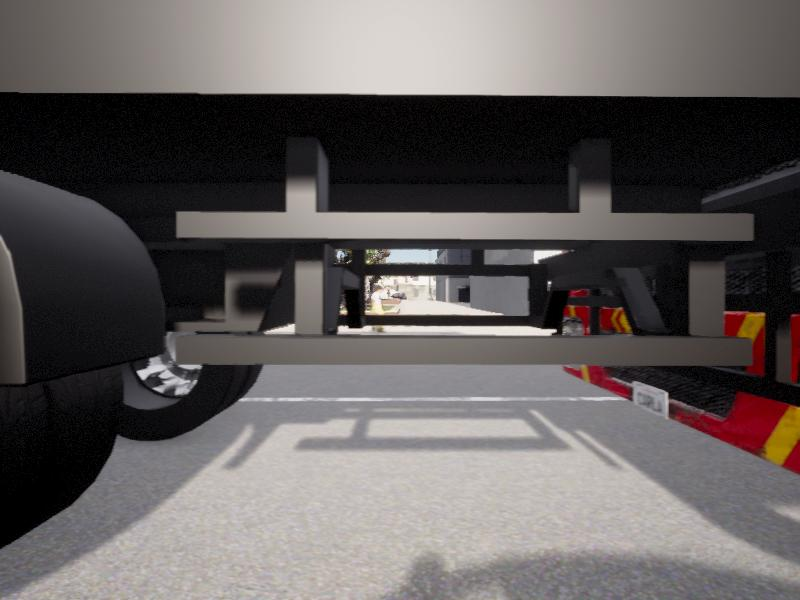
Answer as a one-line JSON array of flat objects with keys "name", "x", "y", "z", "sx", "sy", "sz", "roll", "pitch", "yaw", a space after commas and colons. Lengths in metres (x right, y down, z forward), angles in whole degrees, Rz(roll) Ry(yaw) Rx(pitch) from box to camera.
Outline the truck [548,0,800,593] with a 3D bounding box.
[{"name": "truck", "x": 5.597, "y": -0.923, "z": 2.223, "sx": 8.468, "sy": 3.827, "sz": 2.891, "roll": 0, "pitch": 0, "yaw": 0}]

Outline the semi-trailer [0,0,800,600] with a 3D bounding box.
[{"name": "semi-trailer", "x": -5.584, "y": -1.210, "z": 2.231, "sx": 14.254, "sy": 4.402, "sz": 2.717, "roll": 0, "pitch": 0, "yaw": 0}]
